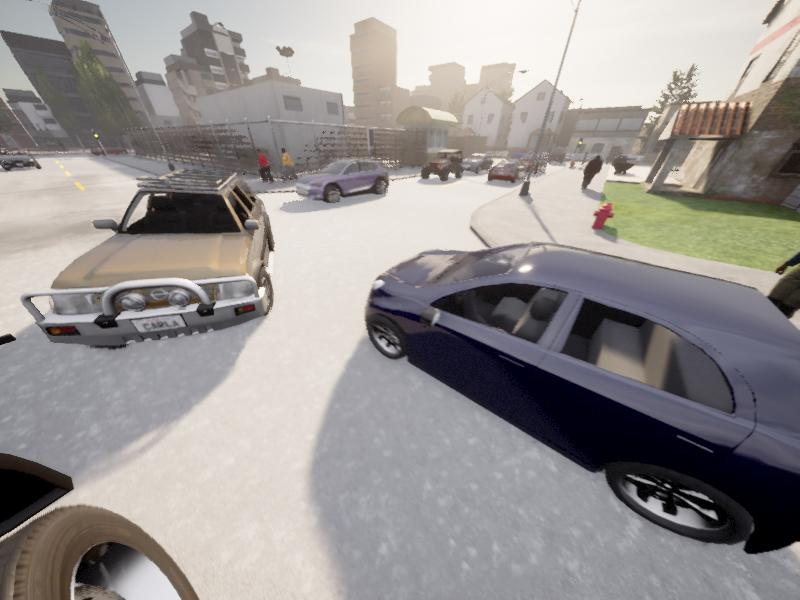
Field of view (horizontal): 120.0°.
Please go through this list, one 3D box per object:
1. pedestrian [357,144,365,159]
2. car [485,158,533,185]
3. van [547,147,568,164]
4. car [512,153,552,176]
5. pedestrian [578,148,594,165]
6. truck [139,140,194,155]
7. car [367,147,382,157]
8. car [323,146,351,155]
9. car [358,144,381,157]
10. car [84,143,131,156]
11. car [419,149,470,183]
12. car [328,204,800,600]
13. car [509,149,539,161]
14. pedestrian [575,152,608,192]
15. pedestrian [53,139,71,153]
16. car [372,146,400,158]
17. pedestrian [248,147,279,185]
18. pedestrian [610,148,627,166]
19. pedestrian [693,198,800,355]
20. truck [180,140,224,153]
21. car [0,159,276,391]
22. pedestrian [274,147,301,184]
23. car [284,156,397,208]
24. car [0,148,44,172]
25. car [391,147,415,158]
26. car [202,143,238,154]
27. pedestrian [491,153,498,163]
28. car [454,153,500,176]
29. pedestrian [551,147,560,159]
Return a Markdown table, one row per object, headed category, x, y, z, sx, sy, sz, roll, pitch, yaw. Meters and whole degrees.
| category | x | y | z | sx | sy | sz | roll | pitch | yaw |
| --- | --- | --- | --- | --- | --- | --- | --- | --- | --- |
| pedestrian | -5.960 | -22.780 | 35.414 | 0.751 | 1.860 | 0.751 | 15 | 37 | 20 |
| car | 8.168 | -9.649 | 17.163 | 1.994 | 1.385 | 4.181 | 23 | 40 | 29 |
| van | 22.970 | -21.195 | 33.835 | 1.775 | 1.987 | 4.442 | 16 | 37 | 20 |
| car | 12.434 | -12.796 | 21.721 | 2.007 | 1.525 | 4.514 | 24 | 41 | 30 |
| pedestrian | 23.529 | -18.182 | 29.298 | 0.751 | 1.860 | 0.751 | 7 | 35 | 9 |
| truck | -41.497 | -27.314 | 41.287 | 2.390 | 2.098 | 6.274 | 24 | 41 | 30 |
| car | -4.430 | -26.280 | 41.028 | 1.481 | 1.379 | 2.207 | 24 | 41 | 30 |
| car | -13.043 | -31.093 | 47.924 | 2.033 | 1.415 | 5.357 | 24 | 41 | 30 |
| car | -5.608 | -27.596 | 42.558 | 1.905 | 1.878 | 3.866 | 24 | 41 | 30 |
| car | -45.520 | -23.554 | 36.133 | 1.851 | 1.617 | 3.988 | 4 | 34 | 5 |
| car | 3.373 | -10.137 | 17.311 | 1.905 | 1.878 | 3.866 | 24 | 41 | 30 |
| car | 1.251 | 0.180 | 2.486 | 3.633 | 1.501 | 1.845 | 24 | 41 | 30 |
| car | 21.602 | -25.426 | 40.450 | 1.816 | 1.474 | 4.193 | -19 | 39 | -26 |
| pedestrian | 10.590 | -7.078 | 12.793 | 0.751 | 1.860 | 0.751 | 24 | 41 | 30 |
| pedestrian | -54.609 | -24.839 | 37.364 | 0.751 | 1.860 | 0.751 | 20 | 39 | 25 |
| car | -2.370 | -25.882 | 40.307 | 2.242 | 1.667 | 4.611 | 24 | 41 | 30 |
| pedestrian | -7.838 | -7.732 | 13.332 | 0.751 | 1.860 | 0.751 | 9 | 35 | 12 |
| pedestrian | 28.116 | -18.390 | 29.710 | 0.751 | 1.860 | 0.751 | -26 | 43 | -34 |
| pedestrian | 4.916 | -0.298 | 2.747 | 0.751 | 1.860 | 0.751 | 5 | 35 | 7 |
| truck | -40.648 | -31.639 | 47.635 | 2.390 | 2.098 | 6.274 | 24 | 41 | 30 |
| car | -3.457 | -1.141 | 4.101 | 1.932 | 1.855 | 4.605 | -8 | 35 | -23 |
| pedestrian | -6.716 | -8.069 | 13.850 | 0.751 | 1.860 | 0.751 | 26 | 42 | 32 |
| car | -2.556 | -5.889 | 11.200 | 2.033 | 1.649 | 4.856 | 28 | 42 | 33 |
| car | -31.808 | -11.708 | 19.214 | 4.193 | 1.474 | 1.816 | 24 | 41 | 30 |
| car | 0.588 | -25.030 | 39.244 | 1.816 | 1.474 | 4.193 | 24 | 41 | 30 |
| car | -36.475 | -30.784 | 46.879 | 1.930 | 1.638 | 5.238 | 24 | 41 | 30 |
| pedestrian | 12.877 | -19.357 | 31.485 | 0.500 | 1.100 | 0.500 | -14 | 37 | -21 |
| car | 7.236 | -12.757 | 21.565 | 2.128 | 1.511 | 4.902 | 24 | 41 | 30 |
| pedestrian | 28.728 | -27.240 | 42.690 | 0.751 | 1.860 | 0.751 | 25 | 41 | 31 |
